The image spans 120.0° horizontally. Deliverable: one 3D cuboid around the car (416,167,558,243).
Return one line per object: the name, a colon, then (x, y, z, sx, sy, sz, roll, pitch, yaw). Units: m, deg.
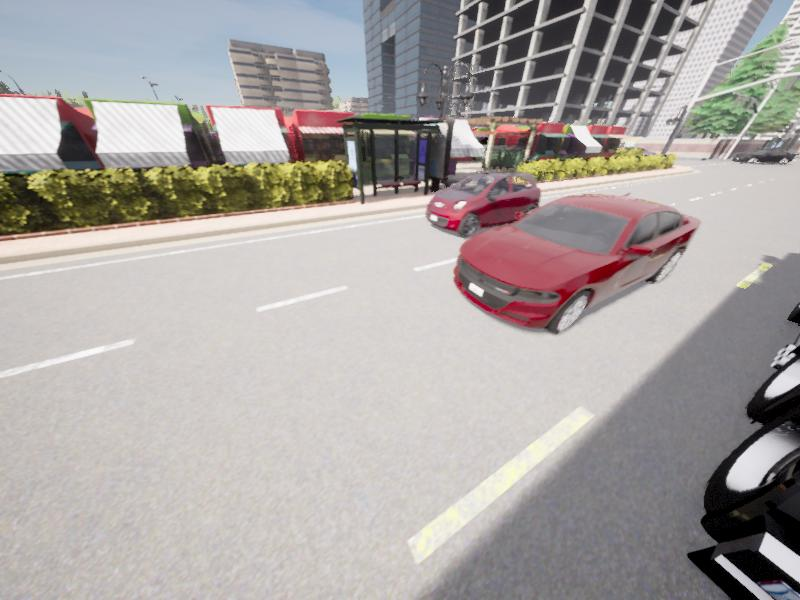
car: (2.573, -3.085, 7.127, 3.633, 1.501, 1.845, -17, 38, -23)

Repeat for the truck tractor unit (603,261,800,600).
truck tractor unit: (5.103, -0.310, 0.790, 6.516, 4.208, 3.053, -19, 39, -24)

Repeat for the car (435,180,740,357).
car: (3.317, -1.045, 4.190, 5.008, 1.535, 1.882, -17, 38, -23)

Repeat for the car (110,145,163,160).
car: (-32.904, -18.606, 28.998, 3.806, 1.475, 1.970, -17, 38, -23)

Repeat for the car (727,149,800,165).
car: (44.273, -17.423, 28.072, 5.008, 1.535, 1.882, 6, 36, 8)

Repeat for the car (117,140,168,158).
car: (-34.268, -20.265, 30.954, 3.866, 1.878, 1.905, -17, 38, -23)
